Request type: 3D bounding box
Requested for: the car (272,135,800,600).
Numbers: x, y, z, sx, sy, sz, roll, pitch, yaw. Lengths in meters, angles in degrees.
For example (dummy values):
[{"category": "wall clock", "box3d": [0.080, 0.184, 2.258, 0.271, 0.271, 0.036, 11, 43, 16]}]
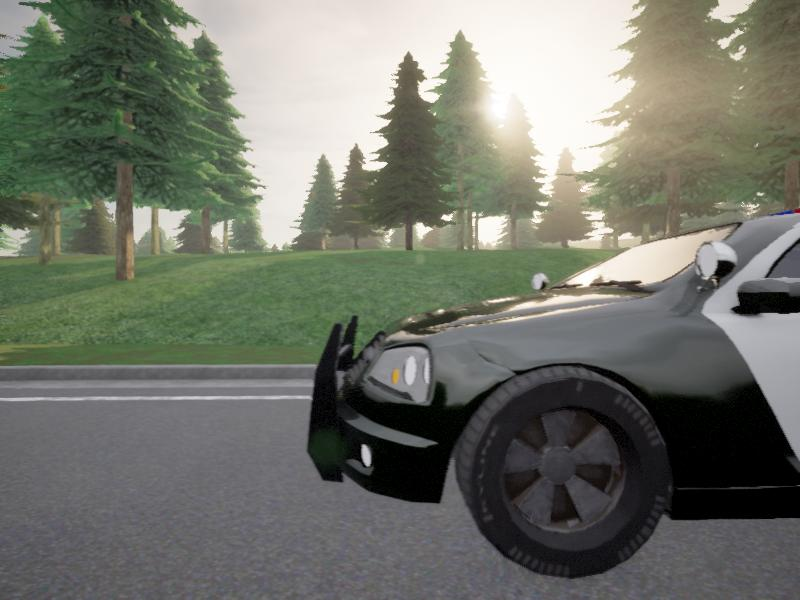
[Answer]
[{"category": "car", "box3d": [2.040, 0.226, 2.397, 4.974, 1.542, 2.038, 0, 0, -2]}]
